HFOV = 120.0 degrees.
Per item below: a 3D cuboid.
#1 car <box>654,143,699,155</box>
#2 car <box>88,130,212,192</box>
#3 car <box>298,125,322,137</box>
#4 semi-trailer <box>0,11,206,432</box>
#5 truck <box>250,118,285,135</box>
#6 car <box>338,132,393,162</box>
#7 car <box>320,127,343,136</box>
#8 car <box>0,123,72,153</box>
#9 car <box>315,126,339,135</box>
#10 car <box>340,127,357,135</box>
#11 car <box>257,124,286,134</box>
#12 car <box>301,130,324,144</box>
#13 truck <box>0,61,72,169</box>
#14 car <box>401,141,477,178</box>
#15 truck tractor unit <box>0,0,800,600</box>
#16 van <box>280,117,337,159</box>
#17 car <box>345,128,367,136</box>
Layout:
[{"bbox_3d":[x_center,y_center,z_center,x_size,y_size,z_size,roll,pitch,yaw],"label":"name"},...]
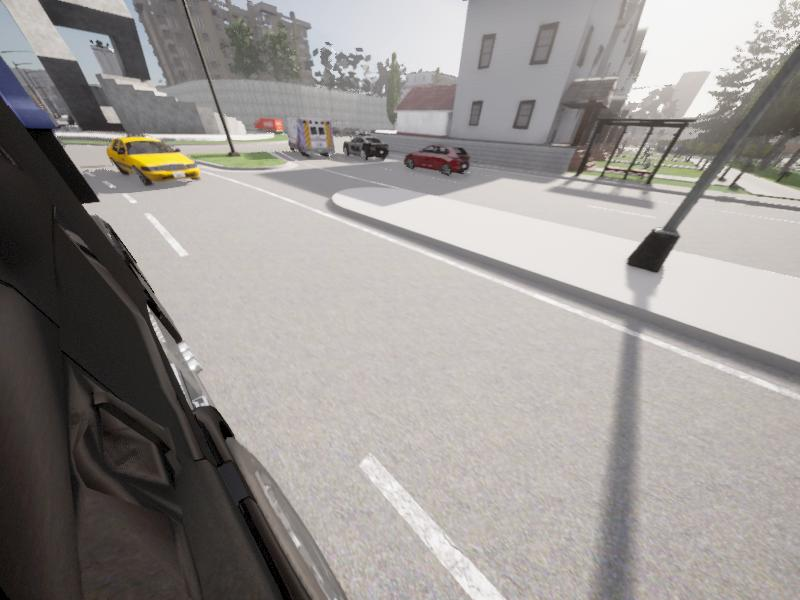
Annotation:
[{"bbox_3d":[52.431,-28.727,43.922,2.038,1.542,4.974,-13,40,-20],"label":"car"},{"bbox_3d":[-10.353,-5.905,9.539,5.366,1.575,1.801,25,42,26],"label":"car"},{"bbox_3d":[-18.004,-33.818,46.218,4.856,1.649,2.033,28,44,30],"label":"car"},{"bbox_3d":[-8.960,-3.416,3.948,14.254,4.402,2.717,25,42,27],"label":"semi-trailer"},{"bbox_3d":[-26.311,-34.668,46.120,5.204,2.467,2.627,11,37,11],"label":"truck"},{"bbox_3d":[-2.912,-12.517,18.773,1.930,1.638,5.238,-23,44,-30],"label":"car"},{"bbox_3d":[-15.497,-38.103,52.240,1.812,1.442,4.674,31,45,33],"label":"car"},{"bbox_3d":[-24.962,-10.584,15.030,4.181,1.385,1.994,6,37,5],"label":"car"},{"bbox_3d":[-17.170,-40.139,54.773,2.038,1.542,4.974,31,45,32],"label":"car"},{"bbox_3d":[-13.010,-42.677,58.420,1.845,1.501,3.633,30,45,32],"label":"car"},{"bbox_3d":[-27.422,-36.507,49.278,5.008,1.535,1.882,9,37,9],"label":"car"},{"bbox_3d":[-11.945,-22.581,31.901,1.895,1.301,4.718,-1,37,-5],"label":"car"},{"bbox_3d":[-21.681,-8.760,10.755,8.468,3.827,2.891,12,38,12],"label":"truck"},{"bbox_3d":[2.216,-8.659,14.095,4.193,1.474,1.816,32,46,33],"label":"car"},{"bbox_3d":[-2.645,-0.295,0.351,6.516,4.208,3.053,28,44,30],"label":"truck tractor unit"},{"bbox_3d":[-7.645,-13.476,19.096,2.351,2.431,6.366,-20,43,-27],"label":"van"},{"bbox_3d":[-10.756,-40.973,56.291,2.038,1.542,4.974,30,45,32],"label":"car"}]
